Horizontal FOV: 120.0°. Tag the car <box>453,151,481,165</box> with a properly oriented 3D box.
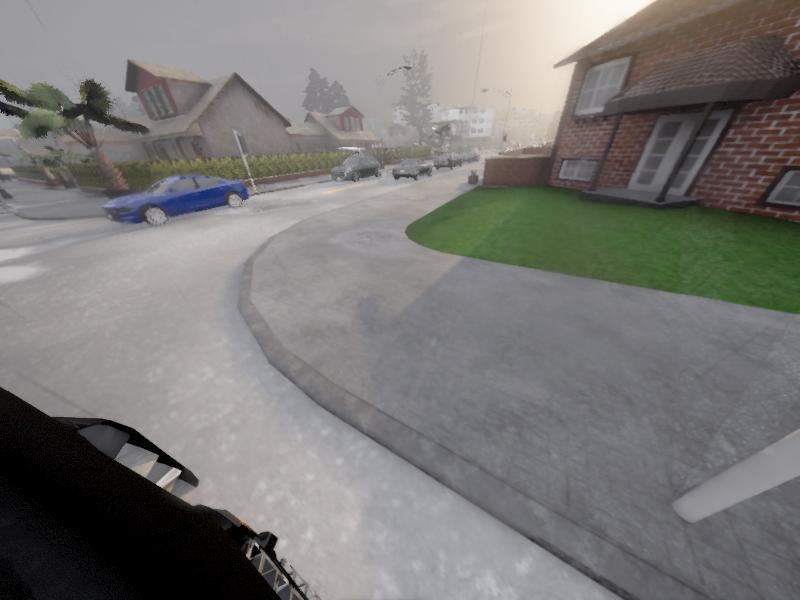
[{"bbox_3d":[8.440,-17.787,28.871,1.895,1.301,4.718,17,38,27],"label":"car"}]

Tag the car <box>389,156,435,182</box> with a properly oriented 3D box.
[{"bbox_3d":[1.084,-10.389,18.213,1.994,1.385,4.181,14,37,24],"label":"car"}]

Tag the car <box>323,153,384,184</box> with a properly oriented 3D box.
[{"bbox_3d":[-3.451,-10.518,18.341,2.097,1.767,4.553,16,38,26],"label":"car"}]

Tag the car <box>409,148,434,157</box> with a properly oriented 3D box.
[{"bbox_3d":[4.871,-33.386,52.289,5.366,1.575,1.801,16,38,26],"label":"car"}]

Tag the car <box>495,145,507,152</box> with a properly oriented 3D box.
[{"bbox_3d":[26.776,-40.324,61.338,1.994,1.385,4.181,16,38,26],"label":"car"}]

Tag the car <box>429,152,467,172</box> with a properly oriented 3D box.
[{"bbox_3d":[5.080,-14.314,23.804,2.033,1.411,5.357,16,38,26],"label":"car"}]

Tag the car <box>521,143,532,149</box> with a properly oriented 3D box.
[{"bbox_3d":[40.994,-49.975,74.876,2.152,1.651,5.027,16,38,26],"label":"car"}]

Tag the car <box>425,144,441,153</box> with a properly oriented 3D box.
[{"bbox_3d":[8.817,-40.455,61.775,3.866,1.878,1.905,-16,36,-19],"label":"car"}]

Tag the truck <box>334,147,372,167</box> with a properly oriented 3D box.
[{"bbox_3d":[-6.139,-18.916,30.424,4.478,2.038,2.069,18,39,24],"label":"truck"}]

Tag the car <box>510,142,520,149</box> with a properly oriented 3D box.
[{"bbox_3d":[39.498,-53.050,79.328,1.930,1.638,5.238,16,38,26],"label":"car"}]

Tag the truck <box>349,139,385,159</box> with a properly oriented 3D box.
[{"bbox_3d":[-8.249,-38.148,58.339,8.468,3.827,2.891,16,38,26],"label":"truck"}]

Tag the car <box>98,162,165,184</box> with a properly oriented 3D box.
[{"bbox_3d":[-26.017,-12.494,22.580,1.845,1.501,3.633,14,37,24],"label":"car"}]

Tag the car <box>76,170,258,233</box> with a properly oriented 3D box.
[{"bbox_3d":[-9.193,-4.457,9.876,1.882,1.535,5.008,13,37,22],"label":"car"}]
